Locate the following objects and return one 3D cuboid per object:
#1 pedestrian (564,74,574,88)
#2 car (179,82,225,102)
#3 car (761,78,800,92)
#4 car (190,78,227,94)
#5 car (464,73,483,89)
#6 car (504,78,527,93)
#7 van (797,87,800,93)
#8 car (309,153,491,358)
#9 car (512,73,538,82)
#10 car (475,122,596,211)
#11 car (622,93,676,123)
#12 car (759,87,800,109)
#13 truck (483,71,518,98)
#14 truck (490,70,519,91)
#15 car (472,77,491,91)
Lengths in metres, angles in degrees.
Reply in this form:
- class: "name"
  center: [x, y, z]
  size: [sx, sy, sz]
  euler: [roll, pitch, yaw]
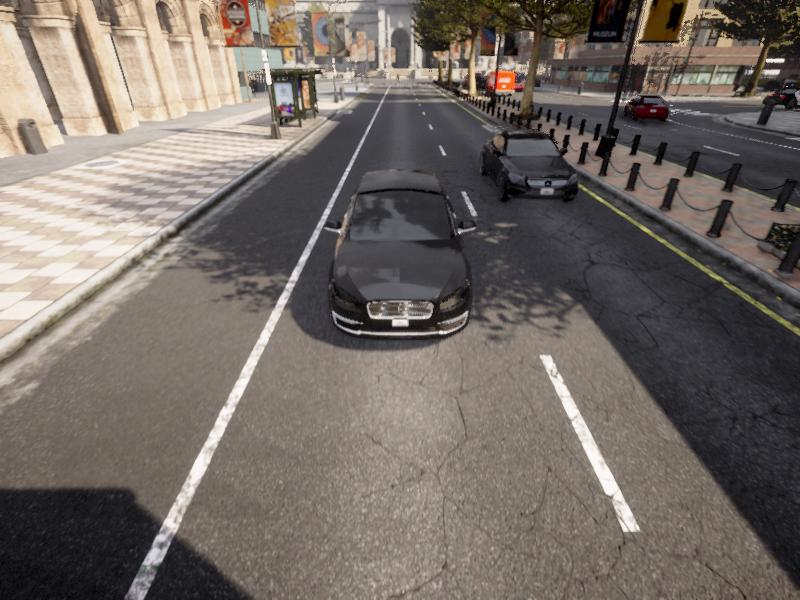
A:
- class: "pedestrian"
  center: [24.784, -32.119, 58.628]
  size: [0.751, 1.860, 0.751]
  euler: [-2, 30, -3]
- class: "car"
  center: [-19.310, -20.489, 39.290]
  size: [2.161, 1.482, 4.786]
  euler: [0, 30, 0]
- class: "car"
  center: [52.976, -29.614, 55.067]
  size: [2.128, 1.511, 4.902]
  euler: [0, 30, 0]
- class: "car"
  center: [-23.440, -26.382, 49.266]
  size: [2.128, 1.511, 4.902]
  euler: [0, 30, 0]
- class: "car"
  center: [11.489, -34.460, 62.780]
  size: [2.150, 2.045, 5.566]
  euler: [1, 30, 2]
- class: "car"
  center: [15.034, -28.051, 52.281]
  size: [1.851, 1.617, 3.988]
  euler: [0, 30, 0]
- class: "van"
  center: [52.985, -26.467, 48.791]
  size: [2.351, 2.431, 6.366]
  euler: [0, 30, 0]
- class: "car"
  center: [0.003, -1.178, 6.525]
  size: [1.837, 1.490, 4.892]
  euler: [0, 30, 0]
- class: "car"
  center: [26.869, -48.026, 86.338]
  size: [4.856, 1.649, 2.033]
  euler: [0, 30, 0]
- class: "car"
  center: [3.480, -3.957, 11.316]
  size: [1.812, 1.442, 4.674]
  euler: [0, 30, 0]
- class: "car"
  center: [16.139, -12.600, 26.148]
  size: [1.994, 1.385, 4.181]
  euler: [9, 31, 15]
- class: "car"
  center: [32.956, -16.531, 32.708]
  size: [4.974, 1.542, 2.038]
  euler: [-1, 30, -2]
- class: "truck"
  center: [11.512, -25.046, 46.330]
  size: [2.627, 2.467, 5.204]
  euler: [0, 32, 0]
- class: "truck"
  center: [15.007, -31.841, 57.894]
  size: [2.627, 2.467, 5.204]
  euler: [0, 30, 0]
- class: "car"
  center: [11.514, -30.849, 57.052]
  size: [1.851, 1.617, 3.988]
  euler: [0, 30, 0]
